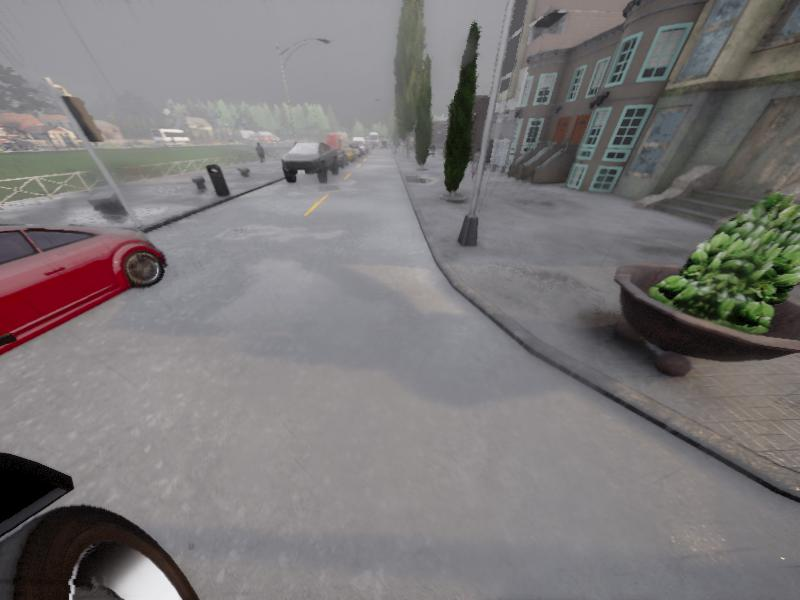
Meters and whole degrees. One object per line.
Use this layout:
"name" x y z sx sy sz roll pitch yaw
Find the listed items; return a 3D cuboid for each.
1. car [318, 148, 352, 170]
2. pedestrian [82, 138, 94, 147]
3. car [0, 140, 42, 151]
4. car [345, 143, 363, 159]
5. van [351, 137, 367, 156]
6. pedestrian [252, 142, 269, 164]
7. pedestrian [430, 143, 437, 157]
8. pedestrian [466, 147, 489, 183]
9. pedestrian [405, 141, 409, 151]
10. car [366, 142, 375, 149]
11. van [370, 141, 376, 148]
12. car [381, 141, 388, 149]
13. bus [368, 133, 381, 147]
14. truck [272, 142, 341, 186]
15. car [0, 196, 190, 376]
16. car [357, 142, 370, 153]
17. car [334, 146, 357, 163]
"car" -6.200 -13.838 22.530 2.128 1.511 4.902 -1 35 -2
"pedestrian" -78.994 -39.893 58.478 0.751 1.860 0.751 -1 35 -3
"car" -73.124 -29.587 44.136 2.033 1.649 4.856 -1 35 -2
"car" -6.842 -22.464 34.637 1.932 1.855 4.605 -1 35 -2
"van" -7.170 -27.027 40.634 1.988 2.561 5.915 -1 35 -2
"pedestrian" -14.416 -15.231 23.909 0.751 1.860 0.751 -1 35 -3
"pedestrian" 5.193 -23.134 35.600 0.751 1.860 0.751 -3 35 -5
"pedestrian" 4.673 -8.181 14.029 0.751 1.860 0.751 -2 35 -4
"pedestrian" 1.732 -36.261 54.454 0.751 1.860 0.751 8 35 10
"car" -8.575 -45.144 67.521 2.033 1.649 4.856 -1 35 -2
"van" -9.165 -53.064 78.634 1.775 1.987 4.442 -1 35 -2
"car" -4.629 -45.986 68.598 1.905 1.878 3.866 -1 35 -2
"bus" -9.525 -60.445 87.279 3.944 4.253 10.273 -1 35 -2
"truck" -5.845 -9.443 15.683 2.390 2.098 6.274 -1 35 -2
"car" -5.586 -0.088 2.840 1.994 1.385 4.181 3 35 3
"car" -7.522 -31.373 47.548 2.097 1.767 4.553 -1 35 -2
"car" -6.501 -17.849 28.250 1.801 1.575 5.366 -1 35 -2
